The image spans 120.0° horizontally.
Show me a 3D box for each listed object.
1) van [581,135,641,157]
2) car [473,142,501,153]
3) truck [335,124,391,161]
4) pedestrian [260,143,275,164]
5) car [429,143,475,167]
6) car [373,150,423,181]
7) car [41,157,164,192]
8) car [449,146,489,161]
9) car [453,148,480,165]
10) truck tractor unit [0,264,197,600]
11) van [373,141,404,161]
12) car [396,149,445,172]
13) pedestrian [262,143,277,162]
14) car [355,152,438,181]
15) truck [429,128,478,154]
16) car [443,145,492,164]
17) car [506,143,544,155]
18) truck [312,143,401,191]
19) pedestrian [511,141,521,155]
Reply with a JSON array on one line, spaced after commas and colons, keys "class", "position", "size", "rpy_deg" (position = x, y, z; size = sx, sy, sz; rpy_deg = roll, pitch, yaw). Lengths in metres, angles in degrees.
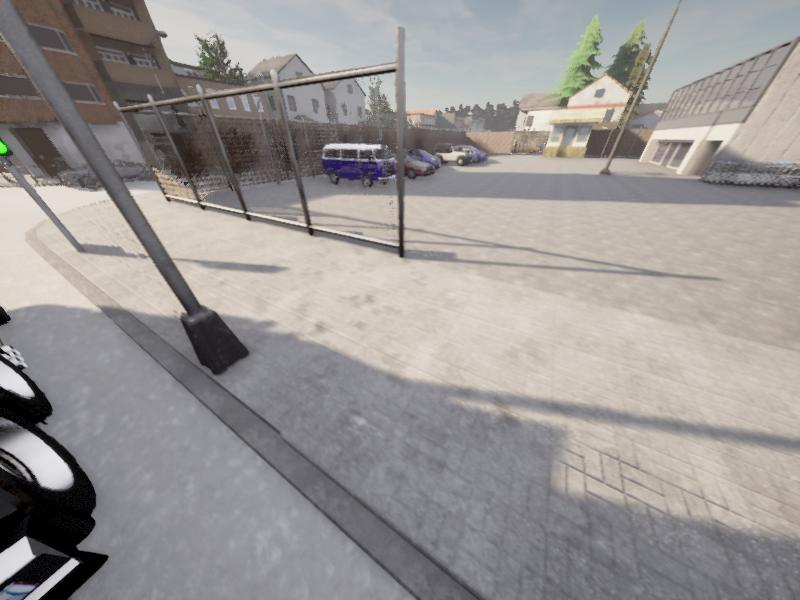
[{"class": "van", "position": [31.299, -23.076, 34.648], "size": [5.915, 2.561, 1.988], "rpy_deg": [18, 39, 24]}, {"class": "car", "position": [17.133, -30.015, 45.502], "size": [4.611, 1.667, 2.242], "rpy_deg": [18, 39, 25]}, {"class": "truck", "position": [-4.835, -22.343, 32.796], "size": [2.891, 3.827, 8.468], "rpy_deg": [18, 39, 24]}, {"class": "pedestrian", "position": [-14.687, -16.283, 25.676], "size": [0.751, 1.860, 0.751], "rpy_deg": [-25, 42, -31]}, {"class": "car", "position": [5.053, -14.334, 22.788], "size": [3.866, 1.878, 1.905], "rpy_deg": [18, 39, 24]}, {"class": "car", "position": [-0.047, -9.550, 16.243], "size": [1.789, 1.547, 3.705], "rpy_deg": [18, 39, 24]}, {"class": "car", "position": [-18.045, -7.913, 14.336], "size": [1.994, 1.385, 4.181], "rpy_deg": [16, 38, 22]}, {"class": "car", "position": [8.373, -18.034, 28.378], "size": [4.193, 1.474, 1.816], "rpy_deg": [18, 39, 24]}, {"class": "car", "position": [6.885, -14.991, 24.083], "size": [2.207, 1.379, 1.481], "rpy_deg": [18, 39, 24]}, {"class": "truck tractor unit", "position": [-5.117, -0.293, 0.782], "size": [6.516, 4.208, 3.053], "rpy_deg": [18, 39, 24]}, {"class": "van", "position": [-1.483, -20.357, 31.473], "size": [2.069, 2.038, 4.480], "rpy_deg": [18, 39, 24]}, {"class": "car", "position": [1.688, -11.914, 19.642], "size": [3.633, 1.501, 1.845], "rpy_deg": [18, 39, 24]}, {"class": "pedestrian", "position": [-15.611, -17.696, 27.714], "size": [0.751, 1.860, 0.751], "rpy_deg": [19, 39, 26]}, {"class": "car", "position": [-0.298, -9.423, 16.190], "size": [5.357, 1.415, 2.033], "rpy_deg": [18, 39, 24]}, {"class": "truck", "position": [9.909, -29.636, 43.138], "size": [8.468, 3.827, 2.891], "rpy_deg": [-17, 38, -22]}, {"class": "car", "position": [7.422, -16.307, 25.786], "size": [4.611, 1.667, 2.242], "rpy_deg": [18, 39, 24]}, {"class": "car", "position": [21.369, -25.957, 39.718], "size": [5.366, 1.575, 1.801], "rpy_deg": [18, 39, 25]}, {"class": "truck", "position": [-2.426, -7.759, 13.272], "size": [4.478, 2.038, 2.069], "rpy_deg": [18, 39, 24]}, {"class": "pedestrian", "position": [18.449, -24.291, 36.881], "size": [0.751, 1.860, 0.751], "rpy_deg": [-28, 44, -34]}]
